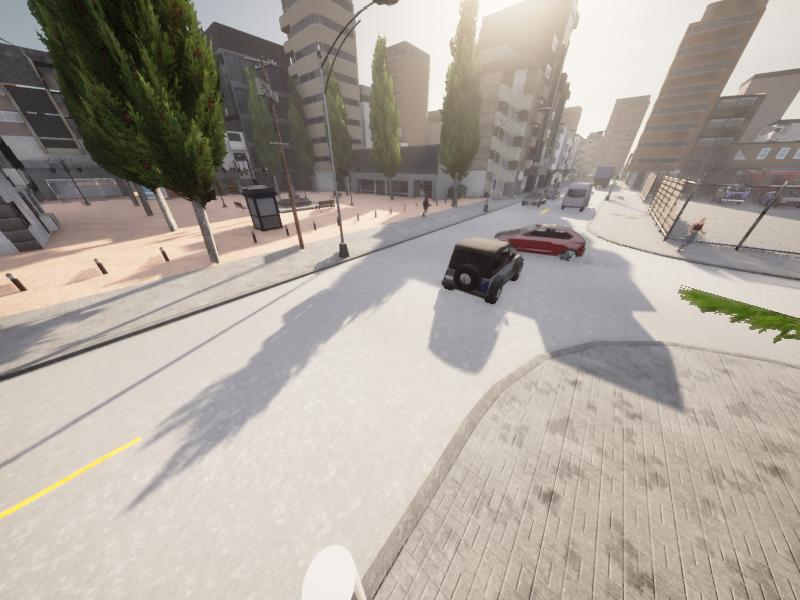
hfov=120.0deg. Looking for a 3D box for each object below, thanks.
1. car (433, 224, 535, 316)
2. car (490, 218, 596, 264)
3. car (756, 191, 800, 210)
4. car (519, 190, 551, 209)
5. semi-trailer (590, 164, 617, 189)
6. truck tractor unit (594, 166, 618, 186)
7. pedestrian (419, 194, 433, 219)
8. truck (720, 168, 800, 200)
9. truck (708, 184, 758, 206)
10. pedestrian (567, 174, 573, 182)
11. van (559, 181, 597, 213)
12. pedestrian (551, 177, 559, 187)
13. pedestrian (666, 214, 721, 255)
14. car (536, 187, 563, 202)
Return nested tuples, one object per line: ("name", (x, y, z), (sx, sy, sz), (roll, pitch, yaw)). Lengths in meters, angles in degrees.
("car", (3.148, -1.355, 8.463), (1.905, 1.878, 3.866), (23, 37, 34))
("car", (7.094, -3.157, 11.999), (4.193, 1.474, 1.816), (12, 32, 20))
("car", (43.557, -11.395, 26.194), (2.033, 1.415, 5.357), (23, 37, 34))
("car", (15.884, -11.919, 27.124), (2.007, 1.525, 4.514), (23, 37, 34))
("semi-trailer", (46.695, -28.407, 52.788), (2.717, 4.402, 14.254), (23, 37, 34))
("truck tractor unit", (51.788, -31.354, 58.082), (3.053, 4.208, 6.516), (23, 37, 34))
("pedestrian", (2.195, -7.967, 19.689), (0.751, 1.860, 0.751), (-27, 39, -38))
("truck", (54.903, -17.048, 33.708), (8.468, 3.827, 2.891), (23, 37, 34))
("truck", (40.630, -13.001, 28.353), (2.069, 2.038, 4.478), (23, 37, 34))
("pedestrian", (50.445, -36.209, 68.604), (0.751, 1.860, 0.751), (24, 38, 35))
("van", (19.431, -11.341, 25.109), (1.988, 2.561, 5.915), (23, 37, 34))
("pedestrian", (34.117, -25.941, 50.820), (0.751, 1.860, 0.751), (20, 36, 31))
("pedestrian", (14.583, -3.276, 11.547), (0.751, 1.860, 0.751), (1, 30, 2))
("car", (20.790, -14.739, 32.166), (1.994, 1.385, 4.181), (24, 38, 36))
